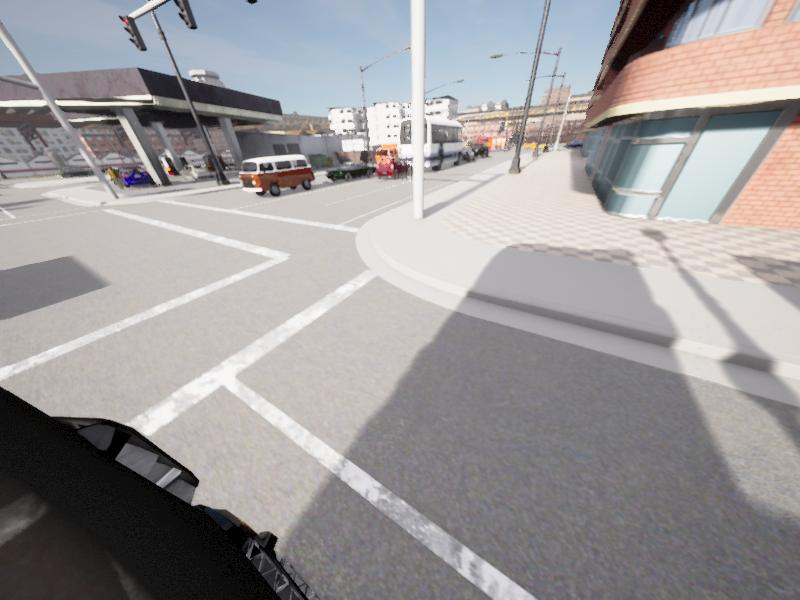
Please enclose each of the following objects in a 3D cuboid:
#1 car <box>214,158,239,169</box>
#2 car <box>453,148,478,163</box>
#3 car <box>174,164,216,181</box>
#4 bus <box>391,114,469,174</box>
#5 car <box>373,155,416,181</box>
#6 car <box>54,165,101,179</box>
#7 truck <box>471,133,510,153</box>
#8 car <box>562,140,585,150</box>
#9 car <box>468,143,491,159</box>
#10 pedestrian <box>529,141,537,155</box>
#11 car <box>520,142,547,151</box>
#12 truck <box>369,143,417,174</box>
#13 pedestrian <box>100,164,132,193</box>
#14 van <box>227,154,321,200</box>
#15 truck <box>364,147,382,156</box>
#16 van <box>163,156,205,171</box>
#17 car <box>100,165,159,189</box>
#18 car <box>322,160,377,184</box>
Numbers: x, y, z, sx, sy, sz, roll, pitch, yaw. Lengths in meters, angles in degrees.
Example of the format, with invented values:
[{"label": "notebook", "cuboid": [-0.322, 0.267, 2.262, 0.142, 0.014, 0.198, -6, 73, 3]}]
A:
[{"label": "car", "cuboid": [-37.375, -29.590, 50.011, 1.930, 1.638, 5.238, -6, 34, -4]}, {"label": "car", "cuboid": [9.292, -20.572, 32.829, 2.038, 1.542, 4.974, 15, 37, 25]}, {"label": "car", "cuboid": [-23.656, -14.774, 26.657, 3.806, 1.475, 1.970, 16, 38, 27]}, {"label": "bus", "cuboid": [3.561, -16.268, 24.338, 3.944, 4.253, 10.273, 16, 38, 26]}, {"label": "car", "cuboid": [-0.344, -10.954, 19.106, 1.845, 1.501, 3.633, 16, 38, 26]}, {"label": "car", "cuboid": [-60.615, -24.138, 43.506, 2.097, 1.767, 4.553, 16, 38, 27]}, {"label": "truck", "cuboid": [23.371, -40.627, 59.839, 8.468, 3.827, 2.891, 17, 38, 27]}, {"label": "car", "cuboid": [38.967, -34.818, 51.898, 3.806, 1.475, 1.970, 16, 38, 27]}, {"label": "car", "cuboid": [13.229, -24.732, 38.316, 2.150, 2.045, 5.566, 14, 37, 24]}, {"label": "pedestrian", "cuboid": [21.295, -24.383, 37.008, 0.751, 1.860, 0.751, 12, 36, 21]}, {"label": "car", "cuboid": [33.685, -38.829, 58.350, 1.801, 1.575, 5.366, -29, 41, -34]}, {"label": "truck", "cuboid": [-0.526, -15.106, 24.519, 2.627, 2.467, 5.204, 16, 38, 26]}, {"label": "pedestrian", "cuboid": [-22.004, -9.431, 17.912, 0.751, 1.860, 0.751, 21, 40, 31]}, {"label": "van", "cuboid": [-7.571, -7.836, 14.520, 2.069, 2.038, 4.480, 15, 38, 25]}, {"label": "truck", "cuboid": [-9.128, -50.021, 77.795, 5.204, 2.467, 2.627, 4, 34, 10]}, {"label": "van", "cuboid": [-49.417, -31.479, 53.090, 2.351, 2.431, 6.366, 18, 39, 28]}, {"label": "car", "cuboid": [-25.921, -11.874, 22.177, 4.611, 1.667, 2.242, 16, 38, 27]}, {"label": "car", "cuboid": [-4.102, -10.971, 19.641, 1.895, 1.301, 4.718, 16, 38, 26]}]
